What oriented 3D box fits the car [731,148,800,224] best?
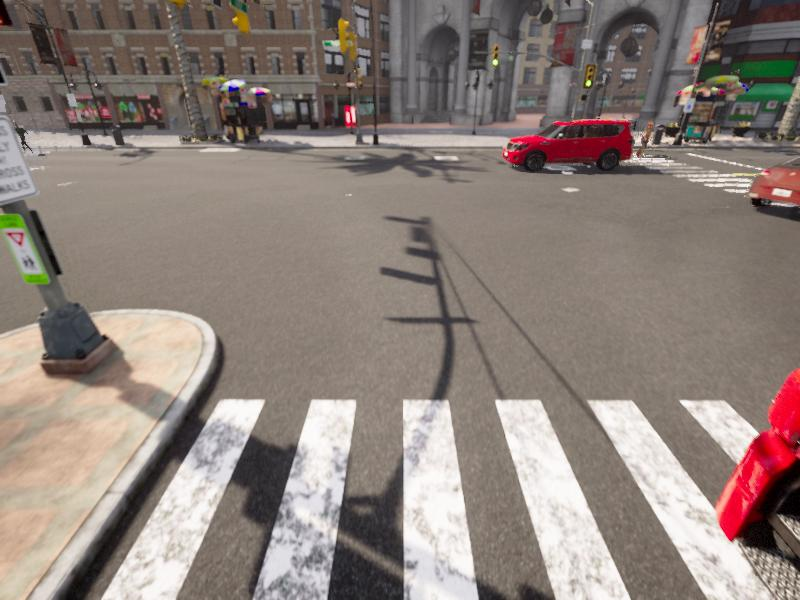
[{"bbox_3d":[12.771,-3.444,11.599,5.027,1.651,2.152,-9,28,-17],"label":"car"}]

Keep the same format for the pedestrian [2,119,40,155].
[{"bbox_3d":[-21.696,-9.341,22.946,0.751,1.860,0.751,1,27,1],"label":"pedestrian"}]

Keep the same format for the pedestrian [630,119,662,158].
[{"bbox_3d":[13.274,-8.717,21.607,0.751,1.860,0.751,-13,30,-23],"label":"pedestrian"}]

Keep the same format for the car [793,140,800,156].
[{"bbox_3d":[24.054,-8.446,21.429,3.705,1.549,1.789,0,27,0],"label":"car"}]

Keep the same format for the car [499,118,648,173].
[{"bbox_3d":[7.651,-7.077,18.253,5.566,2.045,2.150,-1,27,-1],"label":"car"}]
